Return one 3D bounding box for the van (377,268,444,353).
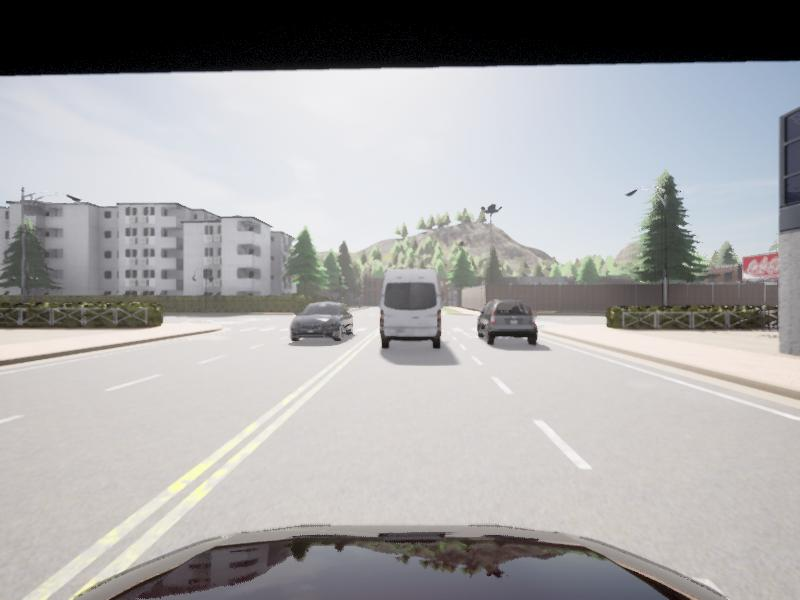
[{"bbox_3d":[0.424,0.314,14.986,1.988,2.561,5.915,0,0,2],"label":"van"}]

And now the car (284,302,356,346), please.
[{"bbox_3d":[-3.052,0.834,16.396,1.837,1.490,4.892,0,0,2],"label":"car"}]

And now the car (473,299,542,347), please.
[{"bbox_3d":[4.002,0.779,15.512,1.851,1.617,3.988,0,0,4],"label":"car"}]
